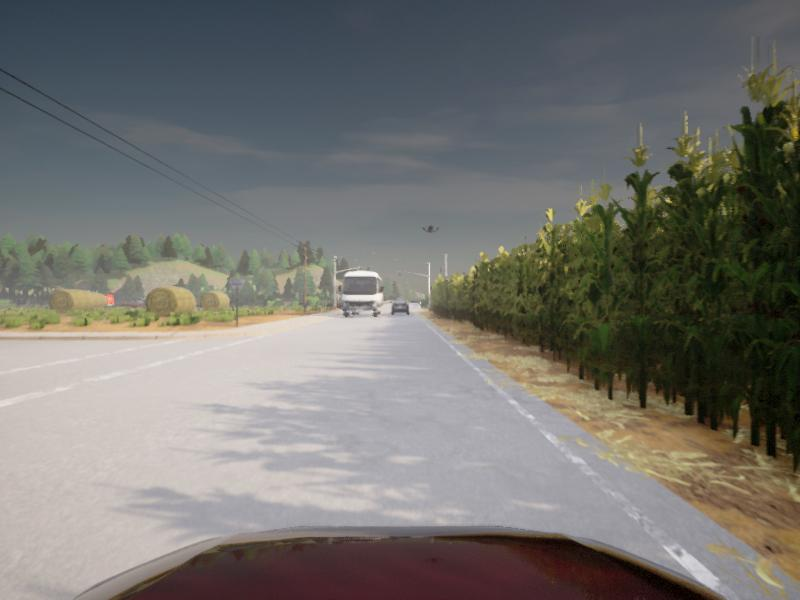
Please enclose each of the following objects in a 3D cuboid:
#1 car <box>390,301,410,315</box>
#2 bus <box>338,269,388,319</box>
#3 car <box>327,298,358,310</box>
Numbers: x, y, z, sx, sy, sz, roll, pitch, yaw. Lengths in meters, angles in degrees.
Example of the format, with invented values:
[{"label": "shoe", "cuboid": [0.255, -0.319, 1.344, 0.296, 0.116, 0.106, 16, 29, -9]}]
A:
[{"label": "car", "cuboid": [0.041, 0.841, 46.018, 2.163, 1.488, 4.792, 0, 0, 0]}, {"label": "bus", "cuboid": [-3.351, -0.545, 39.345, 3.944, 4.253, 10.273, 0, 0, 0]}, {"label": "car", "cuboid": [-9.254, 0.655, 64.291, 4.553, 1.767, 2.097, 1, 0, 14]}]
